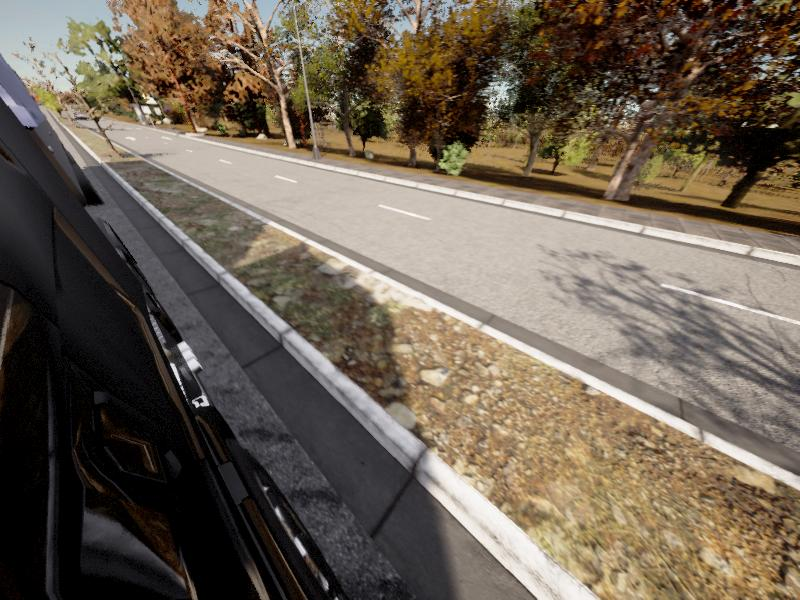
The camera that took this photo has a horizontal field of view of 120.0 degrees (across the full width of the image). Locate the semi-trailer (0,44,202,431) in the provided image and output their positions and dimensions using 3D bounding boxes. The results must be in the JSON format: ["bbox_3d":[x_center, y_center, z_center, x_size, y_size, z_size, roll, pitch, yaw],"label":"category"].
[{"bbox_3d":[-8.700,-3.592,4.244,14.254,4.402,2.717,28,44,30],"label":"semi-trailer"}]

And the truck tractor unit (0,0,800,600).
[{"bbox_3d":[-2.645,-0.295,0.351,6.516,4.208,3.053,28,44,30],"label":"truck tractor unit"}]
